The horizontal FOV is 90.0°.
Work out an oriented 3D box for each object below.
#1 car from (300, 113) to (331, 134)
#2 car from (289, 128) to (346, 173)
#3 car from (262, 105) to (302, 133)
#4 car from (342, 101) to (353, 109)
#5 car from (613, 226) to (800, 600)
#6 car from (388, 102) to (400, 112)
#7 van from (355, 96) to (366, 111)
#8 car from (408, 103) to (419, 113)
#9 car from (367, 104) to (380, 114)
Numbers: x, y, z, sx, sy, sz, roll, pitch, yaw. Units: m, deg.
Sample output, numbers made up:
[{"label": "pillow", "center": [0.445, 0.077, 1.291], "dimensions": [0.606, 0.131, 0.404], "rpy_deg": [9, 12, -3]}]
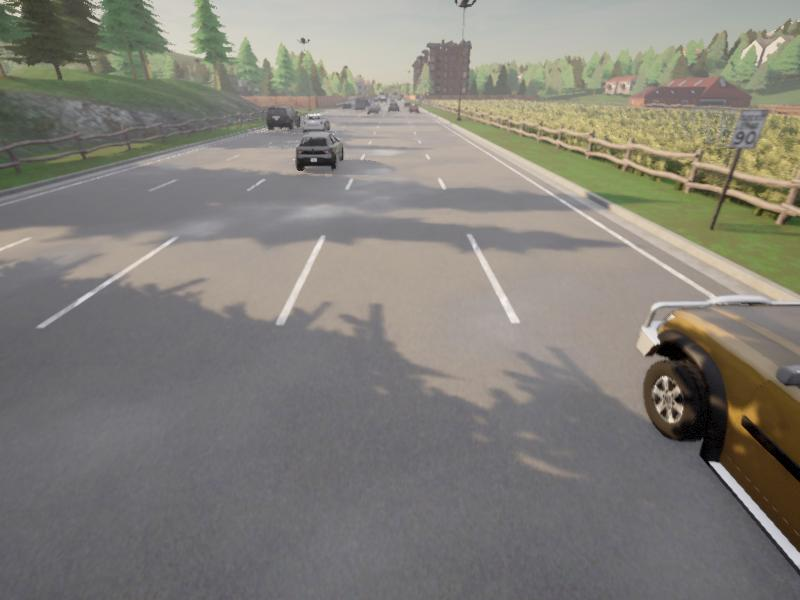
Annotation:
[{"label": "car", "center": [-7.466, -15.843, 35.819], "dimensions": [1.970, 1.475, 3.806], "rpy_deg": [-1, 27, -1]}, {"label": "car", "center": [-3.723, -7.129, 18.868], "dimensions": [1.816, 1.474, 4.193], "rpy_deg": [-1, 27, -1]}, {"label": "car", "center": [-10.997, -17.207, 37.875], "dimensions": [2.150, 2.045, 5.566], "rpy_deg": [-1, 27, -1]}, {"label": "car", "center": [-12.000, -45.042, 92.379], "dimensions": [1.930, 1.638, 5.238], "rpy_deg": [-1, 27, -1]}, {"label": "car", "center": [3.515, 1.161, 2.270], "dimensions": [1.932, 1.855, 4.605], "rpy_deg": [0, 27, -1]}, {"label": "car", "center": [-1.260, -38.924, 80.525], "dimensions": [2.242, 1.667, 4.611], "rpy_deg": [-1, 27, -1]}, {"label": "van", "center": [-8.353, -41.793, 85.010], "dimensions": [1.988, 2.561, 5.915], "rpy_deg": [-1, 27, -1]}, {"label": "car", "center": [2.421, -34.357, 71.590], "dimensions": [1.845, 1.501, 3.633], "rpy_deg": [-1, 27, -1]}, {"label": "car", "center": [-4.531, -33.035, 69.254], "dimensions": [2.033, 1.411, 5.357], "rpy_deg": [-1, 27, -1]}]
